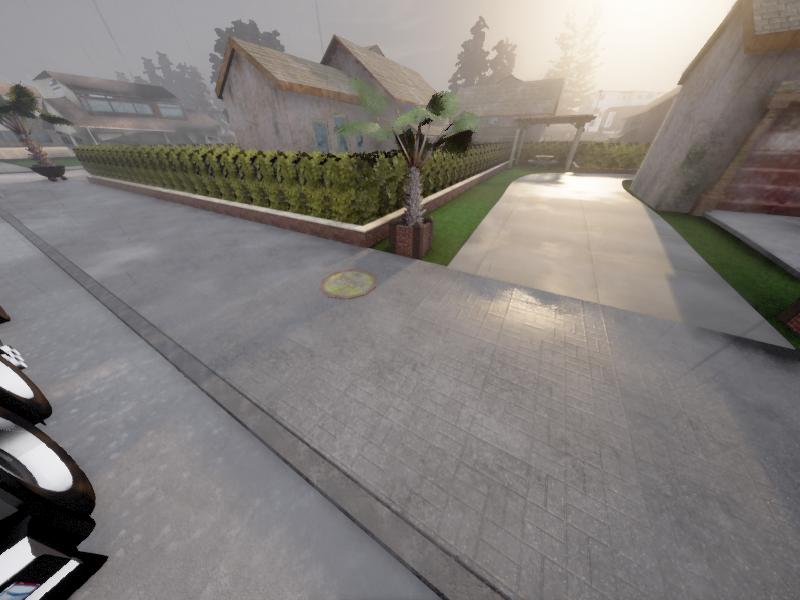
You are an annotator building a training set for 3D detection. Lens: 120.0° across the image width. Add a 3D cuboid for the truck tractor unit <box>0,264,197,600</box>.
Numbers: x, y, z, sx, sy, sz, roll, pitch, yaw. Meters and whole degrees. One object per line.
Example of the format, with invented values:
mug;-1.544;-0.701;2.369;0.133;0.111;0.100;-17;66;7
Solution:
truck tractor unit;-5.111;-0.300;0.780;6.516;4.208;3.053;18;39;24
